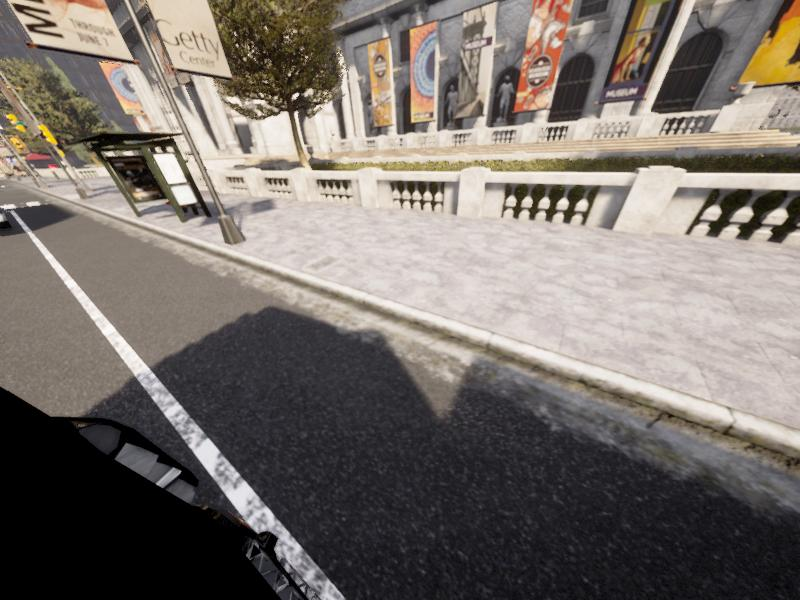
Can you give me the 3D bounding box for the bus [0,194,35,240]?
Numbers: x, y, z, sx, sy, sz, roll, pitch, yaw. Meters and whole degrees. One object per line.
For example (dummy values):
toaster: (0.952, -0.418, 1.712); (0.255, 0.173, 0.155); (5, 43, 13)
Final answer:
bus: (-19.867, -4.802, 8.928); (10.273, 4.253, 3.944); (17, 39, 27)
